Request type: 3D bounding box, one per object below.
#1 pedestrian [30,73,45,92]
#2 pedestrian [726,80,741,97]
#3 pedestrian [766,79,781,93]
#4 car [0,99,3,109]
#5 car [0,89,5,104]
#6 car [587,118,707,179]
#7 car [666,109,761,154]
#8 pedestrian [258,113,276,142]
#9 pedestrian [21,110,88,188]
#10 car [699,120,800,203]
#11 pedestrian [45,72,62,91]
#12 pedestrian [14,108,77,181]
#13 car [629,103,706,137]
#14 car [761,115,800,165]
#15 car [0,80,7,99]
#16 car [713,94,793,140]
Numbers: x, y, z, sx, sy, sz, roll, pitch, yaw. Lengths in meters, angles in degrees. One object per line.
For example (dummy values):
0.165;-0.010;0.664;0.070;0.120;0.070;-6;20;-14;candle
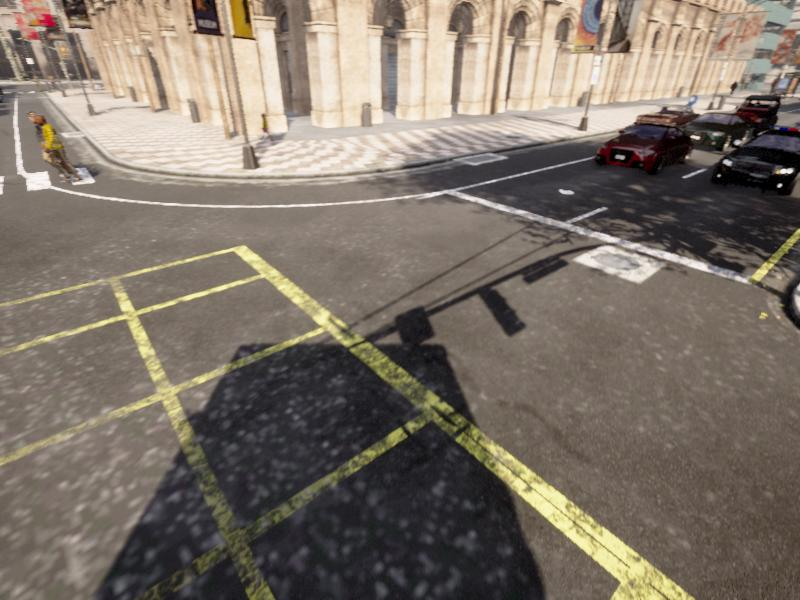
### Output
-41.956;-25.145;46.291;0.751;1.860;0.751;-21;37;-32;pedestrian
41.185;-26.121;49.359;0.751;1.860;0.751;-25;39;-37;pedestrian
55.309;-31.723;59.231;0.751;1.860;0.751;-18;35;-28;pedestrian
-31.400;-15.260;29.972;1.845;1.501;3.633;-22;37;-34;car
-35.211;-17.533;34.015;1.895;1.301;4.718;-22;37;-33;car
8.876;-5.556;14.354;4.181;1.385;1.994;-22;37;-34;car
14.335;-7.783;18.277;4.181;1.385;1.994;-21;37;-33;car
-5.663;-7.363;17.065;0.500;1.100;0.500;-6;31;-11;pedestrian
-9.540;-4.180;11.089;0.751;1.860;0.751;-26;40;-38;pedestrian
11.532;-4.425;12.314;4.974;1.542;2.038;-22;37;-34;car
-39.256;-24.705;45.293;0.751;1.860;0.751;23;37;33;pedestrian
-10.335;-4.574;11.746;0.751;1.860;0.751;-17;35;-28;pedestrian
15.061;-10.188;22.466;4.718;1.301;1.895;-22;37;-34;car
17.030;-6.609;16.297;5.357;1.411;2.033;-22;37;-34;car
-39.833;-20.441;38.799;2.033;1.411;5.357;-22;37;-33;car
18.941;-9.898;21.469;3.866;1.878;1.905;-22;37;-34;car
